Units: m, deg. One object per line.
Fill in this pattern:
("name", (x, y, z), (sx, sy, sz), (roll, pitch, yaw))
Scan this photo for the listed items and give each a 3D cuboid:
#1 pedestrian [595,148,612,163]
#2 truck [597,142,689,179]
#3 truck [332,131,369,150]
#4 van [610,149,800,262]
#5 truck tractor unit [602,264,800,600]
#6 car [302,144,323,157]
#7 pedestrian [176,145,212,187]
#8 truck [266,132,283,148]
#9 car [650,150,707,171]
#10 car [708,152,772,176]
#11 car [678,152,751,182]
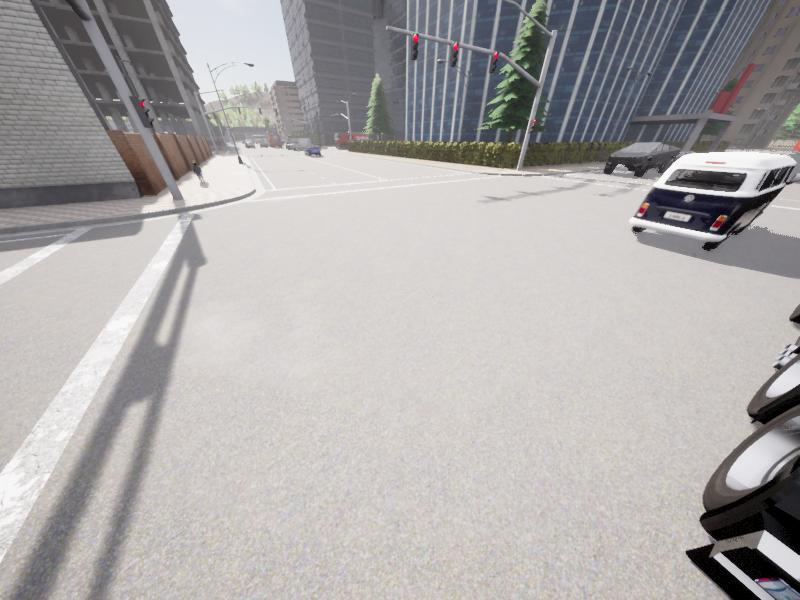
("pedestrian", (21.569, -15.311, 24.513), (0.751, 1.300, 0.751), (-19, 39, -25))
("truck", (18.537, -10.797, 17.652), (6.274, 2.098, 2.390), (-18, 39, -24))
("truck", (-12.515, -40.919, 59.271), (8.468, 3.827, 2.891), (-19, 39, -25))
("van", (8.579, -2.850, 6.340), (4.480, 2.038, 2.069), (-18, 39, -24))
("truck tractor unit", (5.106, -0.306, 0.780), (6.516, 4.208, 3.053), (-18, 39, -24))
("car", (-13.841, -23.616, 36.505), (2.007, 1.525, 4.514), (-17, 38, -23))
("pedestrian", (-10.936, -7.160, 12.350), (0.751, 1.860, 0.751), (-21, 40, -28))
("truck", (-38.684, -49.194, 71.041), (2.891, 3.827, 8.468), (-18, 39, -24))
("car", (25.349, -12.764, 21.060), (4.674, 1.442, 1.812), (-18, 39, -24))
("car", (27.902, -11.265, 18.987), (4.181, 1.385, 1.994), (-19, 39, -25))
("car", (21.840, -9.313, 16.080), (4.193, 1.474, 1.816), (-18, 39, -24))
